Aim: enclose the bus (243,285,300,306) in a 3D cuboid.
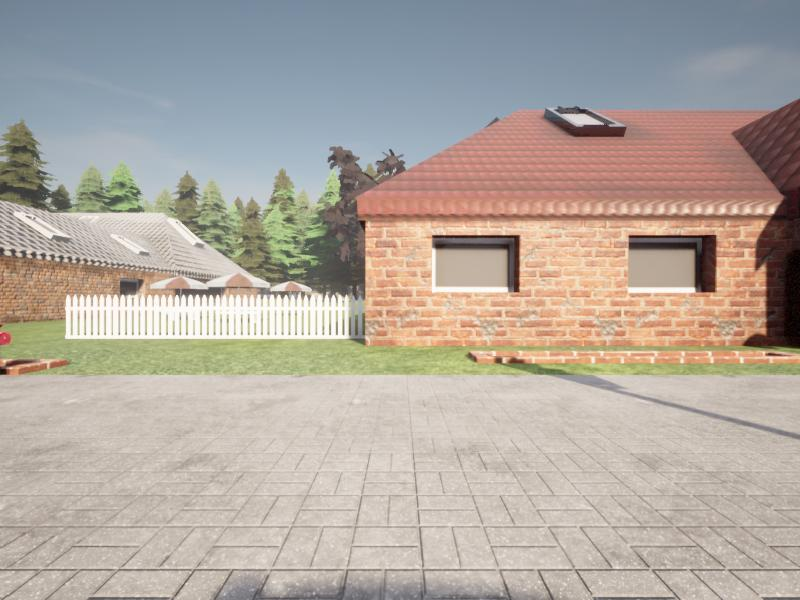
[{"bbox_3d":[-25.843,-0.919,80.734,10.273,4.253,3.944,0,0,0],"label":"bus"}]
